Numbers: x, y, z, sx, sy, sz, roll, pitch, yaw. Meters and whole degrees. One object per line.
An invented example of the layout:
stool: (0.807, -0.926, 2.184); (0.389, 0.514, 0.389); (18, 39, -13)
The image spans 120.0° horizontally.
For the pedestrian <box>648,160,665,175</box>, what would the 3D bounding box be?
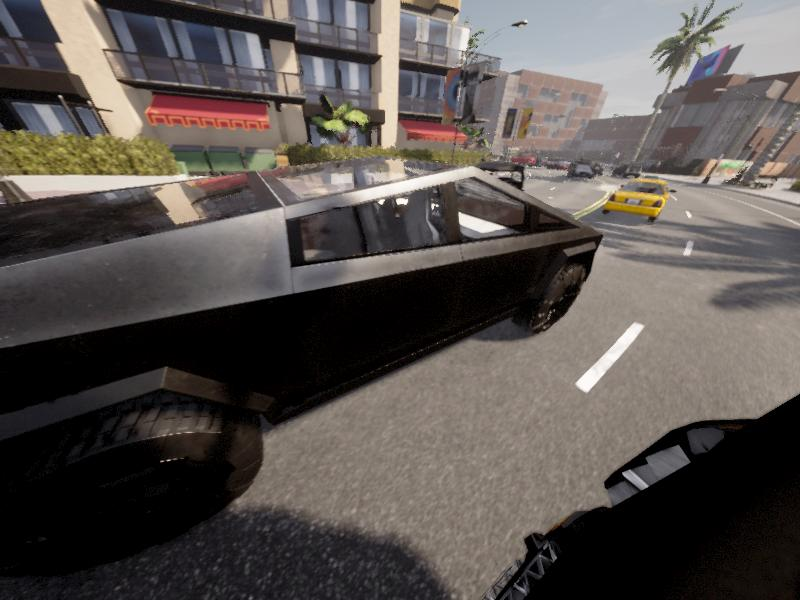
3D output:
pedestrian: (39.493, -20.394, 35.529); (0.751, 1.860, 0.751); (8, 34, 9)

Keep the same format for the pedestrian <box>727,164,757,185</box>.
pedestrian: (36.881, -13.546, 24.959); (0.751, 1.860, 0.751); (10, 34, 12)

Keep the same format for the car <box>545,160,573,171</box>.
car: (27.678, -23.624, 40.428); (1.994, 1.385, 4.181); (2, 33, 0)

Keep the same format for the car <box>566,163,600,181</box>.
car: (20.393, -14.427, 25.983); (1.994, 1.385, 4.181); (16, 36, 19)

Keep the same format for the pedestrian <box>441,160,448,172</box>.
pedestrian: (4.829, -14.526, 25.064); (0.500, 1.100, 0.500); (23, 38, 28)

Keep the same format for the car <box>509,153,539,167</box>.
car: (26.395, -29.973, 49.374); (2.150, 2.045, 5.566); (-7, 35, -14)

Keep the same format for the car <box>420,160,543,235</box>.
car: (2.879, -3.809, 8.235); (3.866, 1.878, 1.905); (-22, 40, -32)

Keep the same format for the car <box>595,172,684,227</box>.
car: (10.993, -4.757, 10.490); (5.366, 1.575, 1.801); (-26, 42, -36)

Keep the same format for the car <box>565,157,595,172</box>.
car: (31.152, -23.575, 40.106); (1.905, 1.878, 3.866); (2, 33, 0)

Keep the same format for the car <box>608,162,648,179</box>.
car: (29.476, -16.840, 30.028); (1.851, 1.617, 3.988); (11, 34, 12)

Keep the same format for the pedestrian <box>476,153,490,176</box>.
pedestrian: (8.260, -13.567, 23.113); (0.751, 1.860, 0.751); (22, 38, 27)

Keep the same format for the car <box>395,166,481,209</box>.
car: (1.871, -5.696, 11.411); (3.806, 1.475, 1.970); (-23, 41, -33)

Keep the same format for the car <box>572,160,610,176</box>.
car: (26.583, -18.520, 32.330); (2.242, 1.667, 4.611); (10, 34, 11)

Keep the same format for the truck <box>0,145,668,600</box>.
truck: (-0.297, -0.380, 2.632); (6.274, 2.098, 2.390); (-17, 38, -27)

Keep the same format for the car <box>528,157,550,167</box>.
car: (29.862, -29.765, 49.725); (1.789, 1.549, 3.705); (-6, 34, -13)
